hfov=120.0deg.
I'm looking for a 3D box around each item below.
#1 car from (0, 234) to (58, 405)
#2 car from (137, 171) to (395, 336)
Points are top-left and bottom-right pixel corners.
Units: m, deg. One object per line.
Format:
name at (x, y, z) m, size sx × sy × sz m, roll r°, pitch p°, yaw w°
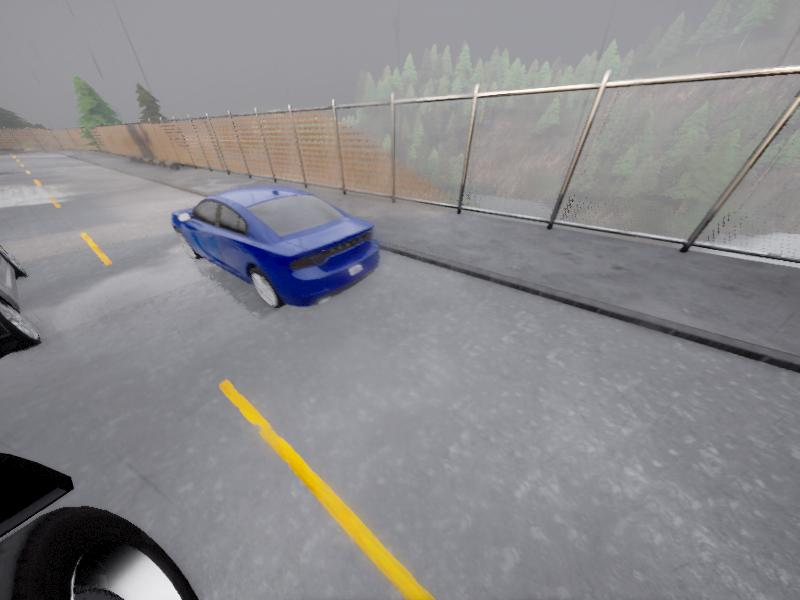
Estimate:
car at (-6.548, -0.190, 2.712) m, size 5.238 × 1.638 × 1.930 m, roll 22°, pitch 40°, yaw 28°
car at (-2.689, -1.403, 4.544) m, size 5.008 × 1.535 × 1.882 m, roll 22°, pitch 41°, yaw 28°
